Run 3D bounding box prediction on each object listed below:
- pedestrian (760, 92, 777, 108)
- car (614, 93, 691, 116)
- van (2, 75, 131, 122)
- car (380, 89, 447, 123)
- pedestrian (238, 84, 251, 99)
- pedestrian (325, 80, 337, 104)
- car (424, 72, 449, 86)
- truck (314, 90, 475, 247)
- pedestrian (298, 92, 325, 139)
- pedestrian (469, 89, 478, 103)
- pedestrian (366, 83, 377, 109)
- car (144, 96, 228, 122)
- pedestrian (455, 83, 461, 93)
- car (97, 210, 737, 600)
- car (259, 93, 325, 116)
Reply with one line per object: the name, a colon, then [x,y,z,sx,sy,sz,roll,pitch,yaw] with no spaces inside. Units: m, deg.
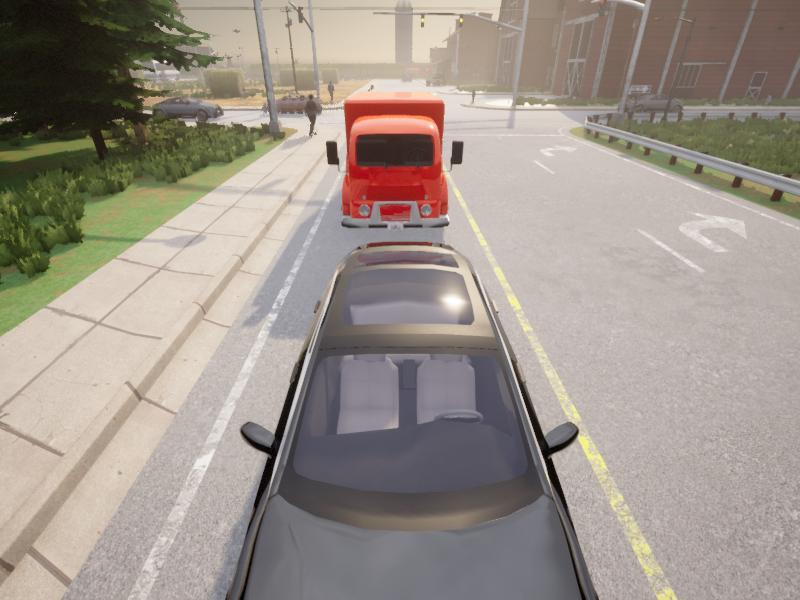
pedestrian: [29.543,-16.014,32.084,0.500,1.100,0.500,0,30,0]
car: [18.381,-14.347,29.306,4.181,1.385,1.994,0,30,0]
van: [-21.432,-13.101,25.993,5.915,2.561,1.988,0,30,0]
car: [0.792,-12.957,26.587,2.242,1.667,4.611,-18,35,-27]
pedestrian: [-15.833,-21.249,40.779,0.751,1.300,0.751,-22,37,-33]
pedestrian: [-6.054,-18.402,35.356,0.751,1.860,0.751,-10,32,-17]
car: [6.308,-37.969,68.883,1.905,1.878,3.866,-31,40,-33]
truck: [-0.135,-3.419,9.425,2.627,2.467,5.204,-1,30,-1]
pedestrian: [-4.024,-8.426,18.259,0.751,1.860,0.751,7,31,12]
pedestrian: [6.633,-18.381,36.074,0.500,1.100,0.500,-19,35,-29]
pedestrian: [-2.302,-16.795,32.908,0.751,1.860,0.751,-5,31,-9]
car: [-13.948,-12.595,26.289,4.181,1.385,1.994,0,30,0]
pedestrian: [7.213,-26.389,49.793,0.500,1.100,0.500,-7,31,-12]
car: [0.059,0.761,3.240,2.128,1.511,4.902,0,30,0]
car: [-7.798,-14.354,29.305,4.181,1.385,1.994,-1,30,-2]
